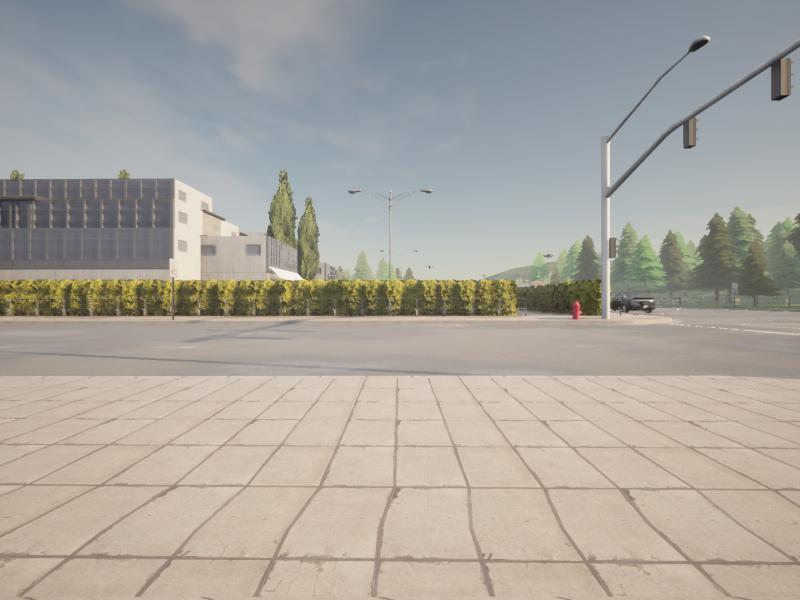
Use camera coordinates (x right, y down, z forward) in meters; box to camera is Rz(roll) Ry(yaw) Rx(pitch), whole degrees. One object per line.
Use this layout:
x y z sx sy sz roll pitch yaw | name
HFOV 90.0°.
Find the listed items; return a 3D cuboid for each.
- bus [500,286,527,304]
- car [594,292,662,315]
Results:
27.692 -1.162 98.479 3.944 4.253 10.273 0 0 1 | bus
16.179 0.224 28.703 2.128 1.511 4.902 0 0 1 | car
